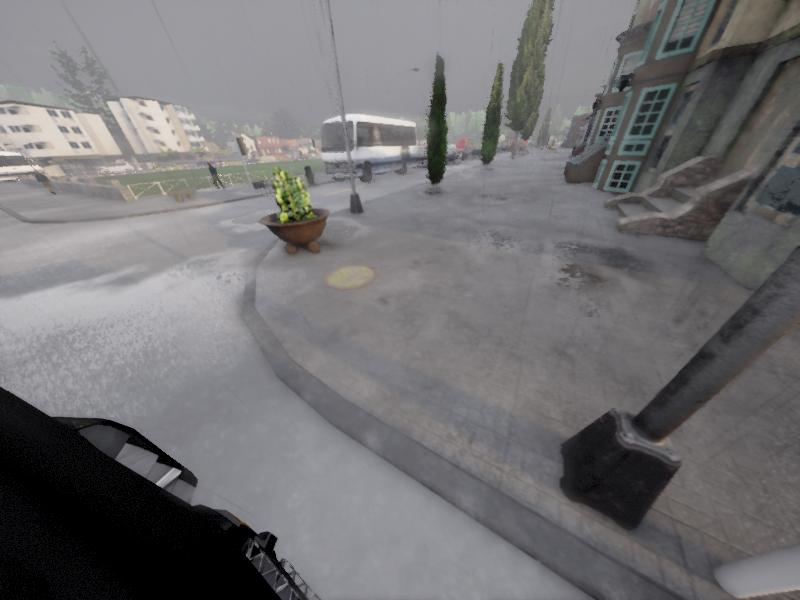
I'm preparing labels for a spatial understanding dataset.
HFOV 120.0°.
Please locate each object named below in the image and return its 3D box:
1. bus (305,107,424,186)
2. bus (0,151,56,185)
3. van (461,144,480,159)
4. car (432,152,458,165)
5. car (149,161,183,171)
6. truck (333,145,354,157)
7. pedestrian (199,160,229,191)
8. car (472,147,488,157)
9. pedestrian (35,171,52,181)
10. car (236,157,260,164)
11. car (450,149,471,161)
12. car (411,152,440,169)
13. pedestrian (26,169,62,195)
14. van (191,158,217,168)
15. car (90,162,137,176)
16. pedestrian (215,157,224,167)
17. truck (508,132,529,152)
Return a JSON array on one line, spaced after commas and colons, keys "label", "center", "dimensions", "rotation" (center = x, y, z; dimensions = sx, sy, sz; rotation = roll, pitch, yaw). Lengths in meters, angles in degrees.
[{"label": "bus", "center": [-1.991, -12.649, 19.375], "dimensions": [3.944, 4.253, 10.273], "rotation": [16, 37, 26]}, {"label": "bus", "center": [-63.232, -20.161, 35.477], "dimensions": [3.944, 4.253, 10.273], "rotation": [15, 37, 25]}, {"label": "van", "center": [12.466, -26.080, 40.568], "dimensions": [1.775, 1.987, 4.442], "rotation": [16, 38, 26]}, {"label": "car", "center": [6.324, -19.685, 32.019], "dimensions": [1.895, 1.301, 4.718], "rotation": [16, 38, 26]}, {"label": "car", "center": [-54.982, -31.535, 54.378], "dimensions": [1.930, 1.638, 5.238], "rotation": [16, 38, 26]}, {"label": "truck", "center": [-22.606, -60.159, 93.077], "dimensions": [2.891, 3.827, 8.468], "rotation": [16, 38, 26]}, {"label": "pedestrian", "center": [-13.147, -8.810, 16.402], "dimensions": [0.751, 1.860, 0.751], "rotation": [10, 36, 19]}, {"label": "car", "center": [15.766, -29.127, 45.374], "dimensions": [1.816, 1.474, 4.193], "rotation": [16, 38, 26]}, {"label": "pedestrian", "center": [-56.612, -19.675, 36.679], "dimensions": [0.751, 1.300, 0.751], "rotation": [11, 36, 21]}, {"label": "car", "center": [-45.051, -41.276, 68.518], "dimensions": [2.033, 1.411, 5.357], "rotation": [16, 38, 26]}, {"label": "car", "center": [9.562, -22.978, 36.573], "dimensions": [1.970, 1.475, 3.806], "rotation": [16, 38, 26]}, {"label": "car", "center": [3.131, -16.638, 27.504], "dimensions": [1.970, 1.475, 3.806], "rotation": [16, 38, 26]}, {"label": "pedestrian", "center": [-29.141, -9.685, 18.945], "dimensions": [0.751, 1.860, 0.751], "rotation": [18, 39, 29]}, {"label": "van", "center": [-50.880, -35.752, 60.109], "dimensions": [1.775, 1.987, 4.442], "rotation": [16, 38, 26]}, {"label": "car", "center": [-59.360, -27.371, 48.072], "dimensions": [2.150, 2.045, 5.566], "rotation": [16, 38, 26]}, {"label": "pedestrian", "center": [-43.295, -33.141, 55.460], "dimensions": [0.751, 1.860, 0.751], "rotation": [16, 38, 26]}, {"label": "truck", "center": [30.197, -40.054, 58.607], "dimensions": [2.891, 3.827, 8.468], "rotation": [16, 38, 26]}]
